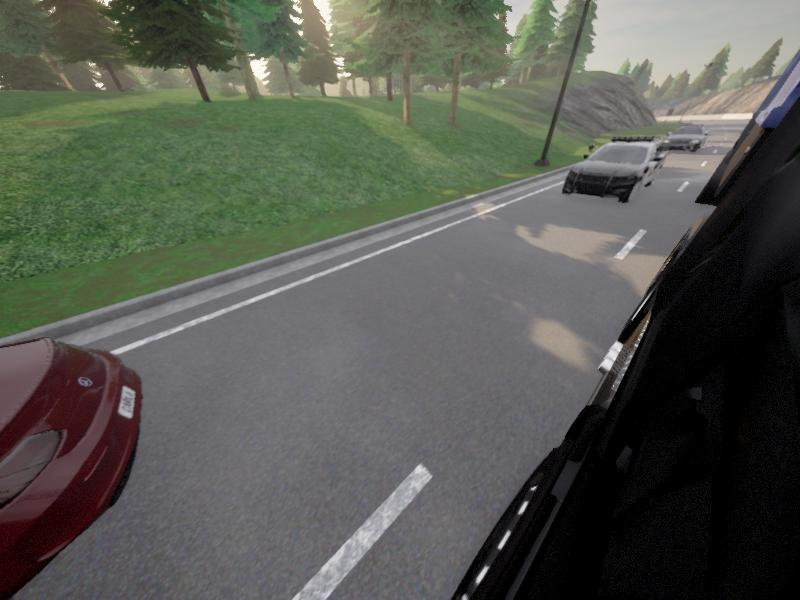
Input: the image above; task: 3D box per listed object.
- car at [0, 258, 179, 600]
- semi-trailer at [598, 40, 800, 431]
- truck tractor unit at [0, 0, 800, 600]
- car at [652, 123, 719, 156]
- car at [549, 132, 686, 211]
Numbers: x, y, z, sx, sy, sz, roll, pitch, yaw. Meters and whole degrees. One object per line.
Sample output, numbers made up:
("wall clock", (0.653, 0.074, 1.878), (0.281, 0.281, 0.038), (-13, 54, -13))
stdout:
("car", (-3.909, 1.600, 0.554), (4.674, 1.442, 1.812), (-28, 44, -30))
("semi-trailer", (8.675, -3.625, 4.244), (14.254, 4.402, 2.717), (-28, 44, -30))
("truck tractor unit", (2.645, -0.295, 0.351), (6.516, 4.208, 3.053), (-28, 44, -30))
("car", (20.041, -11.346, 16.208), (4.974, 1.542, 2.038), (-29, 44, -30))
("car", (7.644, -4.706, 8.059), (5.238, 1.638, 1.930), (-28, 44, -30))
